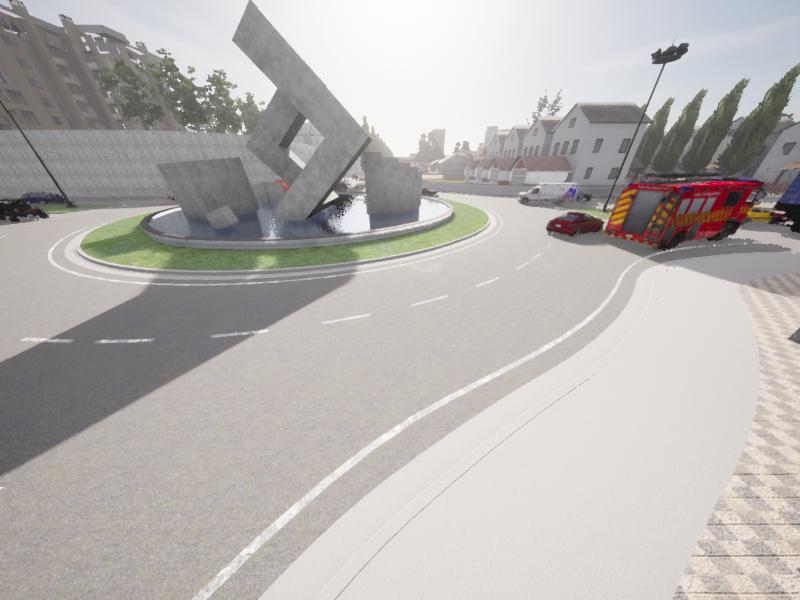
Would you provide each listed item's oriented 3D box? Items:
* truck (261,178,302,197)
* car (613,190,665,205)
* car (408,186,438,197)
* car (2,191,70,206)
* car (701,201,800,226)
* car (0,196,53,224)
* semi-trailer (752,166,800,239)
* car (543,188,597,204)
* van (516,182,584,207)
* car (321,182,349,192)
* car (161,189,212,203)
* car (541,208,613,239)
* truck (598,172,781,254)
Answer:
[{"bbox_3d":[-19.678,-18.818,38.432,5.204,2.467,2.627,-19,34,-30],"label":"truck"},{"bbox_3d":[30.648,-13.222,29.737,4.193,1.474,1.816,2,30,4],"label":"car"},{"bbox_3d":[3.744,-17.984,38.164,4.718,1.301,1.895,23,37,34],"label":"car"},{"bbox_3d":[-45.549,-12.793,29.024,4.674,1.442,1.812,-2,30,-4],"label":"car"},{"bbox_3d":[29.054,-7.194,19.192,5.366,1.575,1.801,-2,30,-3],"label":"car"},{"bbox_3d":[-33.549,-7.963,20.214,3.866,1.878,1.905,10,31,17],"label":"car"},{"bbox_3d":[33.330,-6.609,15.336,14.254,4.402,2.717,-2,30,-4],"label":"semi-trailer"},{"bbox_3d":[22.576,-13.996,30.910,5.238,1.638,1.930,7,31,11],"label":"car"},{"bbox_3d":[18.260,-13.139,28.642,6.366,2.431,2.351,8,31,15],"label":"van"},{"bbox_3d":[-12.419,-21.769,44.388,4.856,1.649,2.033,-3,30,-5],"label":"car"},{"bbox_3d":[-29.810,-14.667,32.418,1.895,1.301,4.718,14,33,22],"label":"car"},{"bbox_3d":[12.665,-5.549,16.554,4.181,1.385,1.994,-13,33,-22],"label":"car"},{"bbox_3d":[17.375,-5.587,14.164,8.468,3.827,2.891,-10,31,-17],"label":"truck"}]
